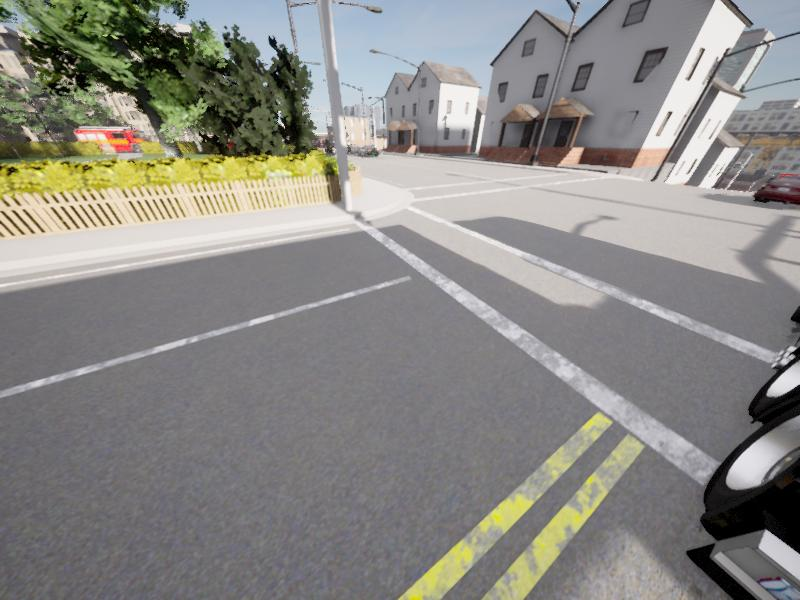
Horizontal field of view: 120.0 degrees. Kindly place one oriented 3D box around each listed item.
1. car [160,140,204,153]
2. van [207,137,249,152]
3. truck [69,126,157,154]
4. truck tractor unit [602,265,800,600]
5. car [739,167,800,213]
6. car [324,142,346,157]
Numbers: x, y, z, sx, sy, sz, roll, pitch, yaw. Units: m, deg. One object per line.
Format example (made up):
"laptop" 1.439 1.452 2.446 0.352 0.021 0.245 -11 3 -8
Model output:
"car" -41.863 -29.768 44.662 5.566 2.045 2.150 -17 39 -23
"van" -35.250 -31.988 47.558 6.366 2.431 2.351 -17 39 -24
"truck" -49.771 -28.074 40.624 8.468 3.827 2.891 -17 38 -23
"truck tractor unit" 5.116 -0.294 0.791 6.516 4.208 3.053 -18 39 -24
"car" 17.594 -4.450 9.309 4.181 1.385 1.994 2 35 2
"car" -10.537 -24.448 37.376 1.932 1.855 4.605 -18 38 -24
